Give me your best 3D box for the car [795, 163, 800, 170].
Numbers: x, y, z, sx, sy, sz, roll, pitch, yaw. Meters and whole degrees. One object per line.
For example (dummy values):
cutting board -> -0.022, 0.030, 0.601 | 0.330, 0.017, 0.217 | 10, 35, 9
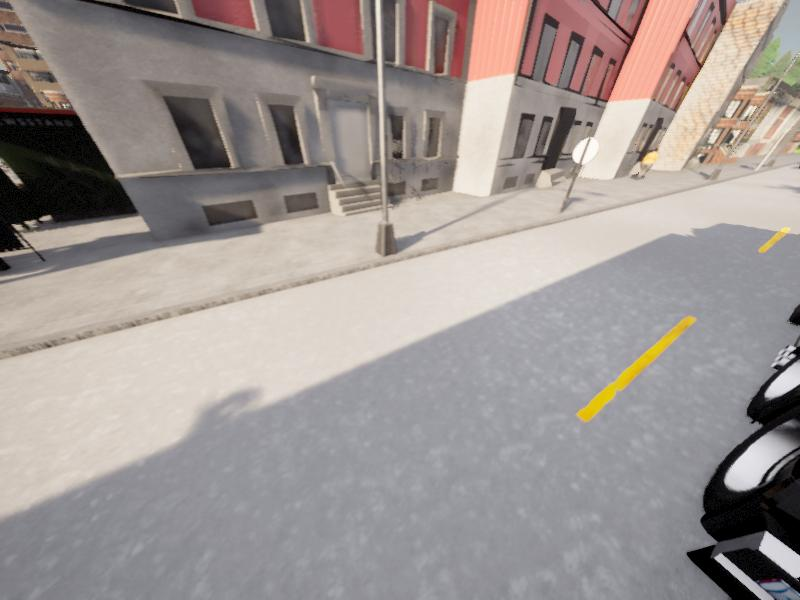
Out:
car -> 42.356, -13.969, 23.116 | 4.514, 1.525, 2.007 | -18, 39, -24

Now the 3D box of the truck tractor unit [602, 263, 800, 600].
truck tractor unit -> 5.108, -0.304, 0.790 | 6.516, 4.208, 3.053 | -18, 39, -24

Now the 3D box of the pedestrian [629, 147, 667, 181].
pedestrian -> 16.005, -8.807, 14.952 | 0.751, 1.860, 0.751 | -17, 38, -23
